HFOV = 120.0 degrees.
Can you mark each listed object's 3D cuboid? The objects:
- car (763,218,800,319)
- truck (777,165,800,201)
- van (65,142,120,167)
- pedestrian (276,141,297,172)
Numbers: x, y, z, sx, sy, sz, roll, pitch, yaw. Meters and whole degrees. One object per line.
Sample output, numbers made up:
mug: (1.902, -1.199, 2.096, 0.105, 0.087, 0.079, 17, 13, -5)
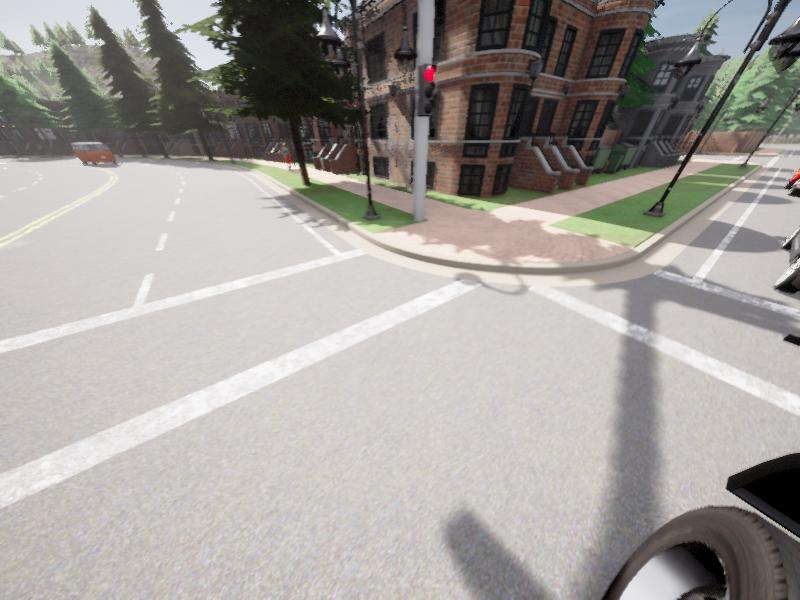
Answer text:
car: (8.430, -0.960, 3.753, 5.238, 1.638, 1.930, -22, 41, -28)
truck: (18.928, -5.575, 9.484, 5.204, 2.467, 2.627, -21, 40, -28)
van: (-31.983, -15.211, 24.042, 4.442, 1.987, 1.775, 16, 38, 22)
pedestrian: (-8.273, -10.477, 16.909, 0.751, 1.860, 0.751, -23, 41, -29)
